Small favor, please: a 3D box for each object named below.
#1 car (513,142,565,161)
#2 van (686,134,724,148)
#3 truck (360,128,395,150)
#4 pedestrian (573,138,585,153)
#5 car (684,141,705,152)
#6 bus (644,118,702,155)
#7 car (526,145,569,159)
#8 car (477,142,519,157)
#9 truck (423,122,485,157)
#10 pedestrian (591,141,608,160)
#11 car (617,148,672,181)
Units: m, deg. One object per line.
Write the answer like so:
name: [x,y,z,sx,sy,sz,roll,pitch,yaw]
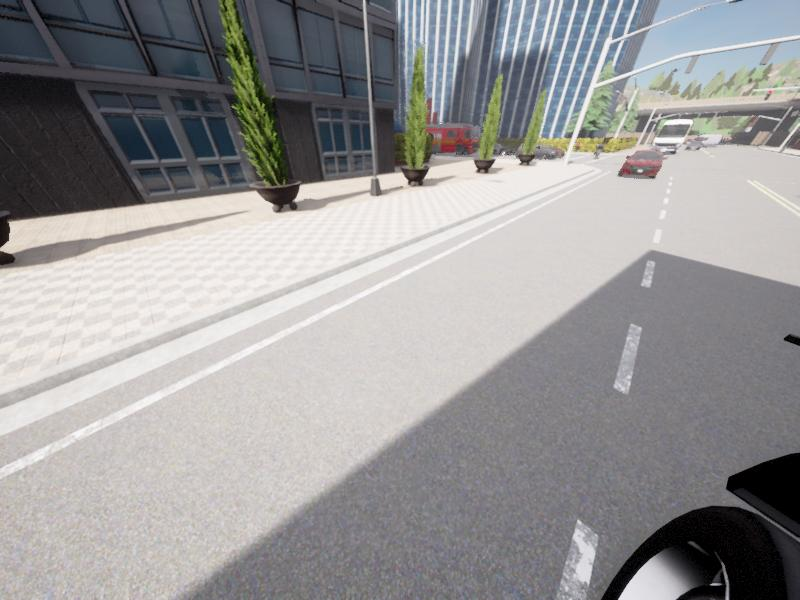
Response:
car: [16.620,-17.946,27.853,2.242,1.667,4.611,-28,44,-34]
van: [72.701,-37.912,55.102,5.915,2.561,1.988,-5,34,-7]
truck: [-5.262,-36.854,52.938,8.468,3.827,2.891,29,45,35]
pedestrian: [28.370,-24.549,36.693,0.751,1.860,0.751,-27,43,-33]
car: [54.235,-28.354,42.625,1.812,1.442,4.674,30,45,35]
bus: [43.232,-25.861,36.709,3.944,4.253,10.273,30,45,35]
car: [19.135,-19.383,30.143,4.181,1.385,1.994,28,44,34]
car: [14.249,-22.165,33.882,5.238,1.638,1.930,29,45,35]
truck: [7.669,-23.933,34.530,8.468,3.827,2.891,29,45,35]
pedestrian: [22.963,-17.229,26.596,0.751,1.860,0.751,27,44,33]
car: [16.599,-9.323,15.731,1.882,1.535,5.008,28,44,33]
